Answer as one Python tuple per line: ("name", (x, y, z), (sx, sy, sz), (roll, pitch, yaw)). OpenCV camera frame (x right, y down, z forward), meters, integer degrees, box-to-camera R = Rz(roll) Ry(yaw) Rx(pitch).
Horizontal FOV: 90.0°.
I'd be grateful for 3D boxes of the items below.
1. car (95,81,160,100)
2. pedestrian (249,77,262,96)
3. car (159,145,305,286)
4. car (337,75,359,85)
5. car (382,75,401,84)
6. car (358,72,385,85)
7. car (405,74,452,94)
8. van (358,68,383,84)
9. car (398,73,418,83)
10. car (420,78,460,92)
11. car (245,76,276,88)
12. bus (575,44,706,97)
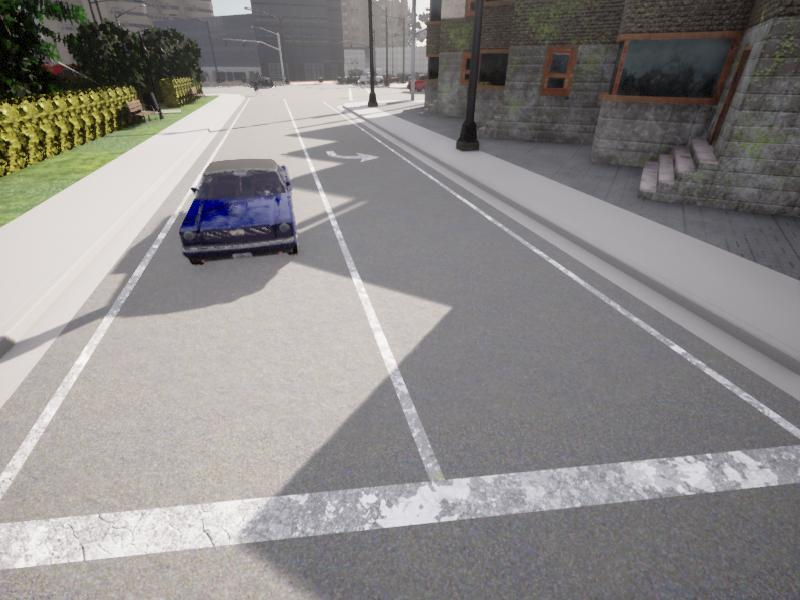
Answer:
("car", (-28.022, -21.694, 41.356), (2.128, 1.511, 4.902), (16, 34, 26))
("pedestrian", (-16.180, -23.967, 44.928), (0.751, 1.860, 0.751), (15, 33, 23))
("car", (-3.165, -2.064, 8.218), (1.895, 1.301, 4.718), (-8, 31, -14))
("car", (-9.639, -41.196, 74.857), (1.816, 1.474, 4.193), (16, 34, 26))
("car", (-1.685, -44.603, 80.739), (1.816, 1.474, 4.193), (17, 34, 26))
("car", (-5.283, -41.727, 75.232), (2.150, 2.045, 5.566), (17, 34, 26))
("car", (3.636, -27.887, 51.544), (5.566, 2.045, 2.150), (16, 34, 25))
("van", (-5.891, -44.913, 80.184), (1.988, 2.561, 5.915), (17, 34, 26))
("car", (1.721, -47.596, 85.715), (1.930, 1.638, 5.238), (17, 34, 26))
("car", (5.349, -29.204, 54.318), (5.008, 1.535, 1.882), (16, 34, 25))
("car", (-22.463, -35.093, 64.405), (4.792, 1.488, 2.163), (23, 37, 33))
("bus", (24.010, -23.202, 40.723), (10.273, 4.253, 3.944), (15, 33, 26))
